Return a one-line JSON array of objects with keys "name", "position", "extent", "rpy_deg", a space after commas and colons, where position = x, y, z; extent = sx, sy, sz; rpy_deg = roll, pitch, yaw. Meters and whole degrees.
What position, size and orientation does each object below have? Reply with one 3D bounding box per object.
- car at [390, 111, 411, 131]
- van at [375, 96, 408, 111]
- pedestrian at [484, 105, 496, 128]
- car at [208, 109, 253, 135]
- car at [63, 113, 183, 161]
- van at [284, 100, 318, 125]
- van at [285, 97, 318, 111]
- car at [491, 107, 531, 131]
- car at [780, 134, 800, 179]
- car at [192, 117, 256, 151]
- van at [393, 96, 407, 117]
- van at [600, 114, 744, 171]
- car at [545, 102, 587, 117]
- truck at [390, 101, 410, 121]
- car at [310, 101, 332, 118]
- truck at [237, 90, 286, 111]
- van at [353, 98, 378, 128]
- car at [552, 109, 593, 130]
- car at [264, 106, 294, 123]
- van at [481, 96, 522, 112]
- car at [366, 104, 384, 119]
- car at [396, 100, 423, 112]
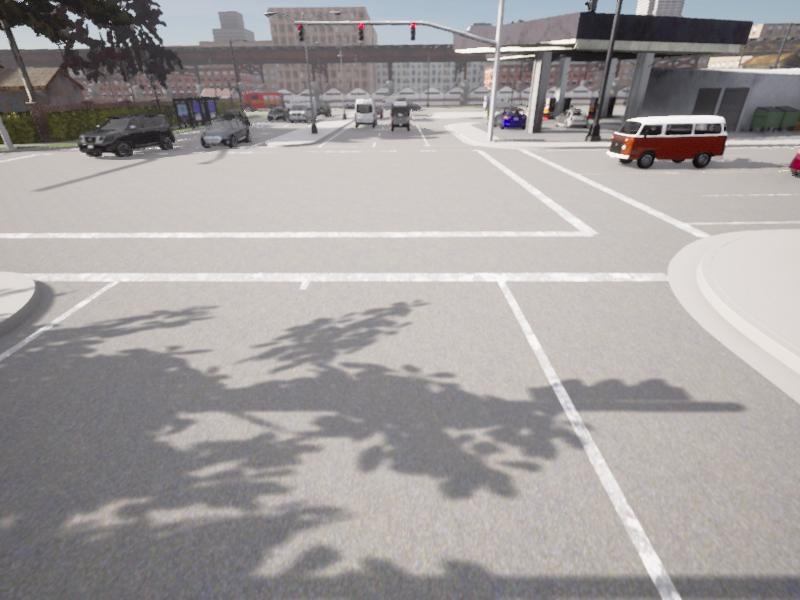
[{"name": "car", "position": [0.055, -16.595, 36.987], "extent": [1.845, 1.501, 3.633], "rpy_deg": [0, 27, 0]}, {"name": "van", "position": [-1.693, -38.994, 79.349], "extent": [6.366, 2.431, 2.351], "rpy_deg": [0, 27, 0]}, {"name": "pedestrian", "position": [7.955, -16.193, 35.304], "extent": [0.751, 1.860, 0.751], "rpy_deg": [-1, 27, -1]}, {"name": "car", "position": [-14.962, -15.937, 35.665], "extent": [1.932, 1.855, 4.605], "rpy_deg": [-1, 27, 0]}, {"name": "car", "position": [-15.582, -9.526, 23.101], "extent": [2.150, 2.045, 5.566], "rpy_deg": [5, 28, 10]}, {"name": "van", "position": [-11.455, -22.156, 47.011], "extent": [2.351, 2.431, 6.366], "rpy_deg": [-1, 27, 0]}, {"name": "van", "position": [-19.548, -38.936, 79.460], "extent": [5.915, 2.561, 1.988], "rpy_deg": [0, 27, 0]}, {"name": "car", "position": [9.762, -16.142, 35.500], "extent": [2.242, 1.667, 4.611], "rpy_deg": [0, 27, 1]}, {"name": "car", "position": [16.717, -5.165, 14.536], "extent": [3.633, 1.501, 1.845], "rpy_deg": [-1, 27, -1]}, {"name": "car", "position": [-11.447, -11.085, 26.476], "extent": [2.033, 1.649, 4.856], "rpy_deg": [-1, 28, 0]}, {"name": "van", "position": [0.060, -29.124, 60.118], "extent": [1.988, 2.561, 5.915], "rpy_deg": [0, 27, 0]}, {"name": "van", "position": [11.666, -6.938, 17.519], "extent": [4.480, 2.038, 2.069], "rpy_deg": [-1, 27, -1]}, {"name": "car", "position": [22.288, -25.511, 53.636], "extent": [5.238, 1.638, 1.930], "rpy_deg": [-13, 30, -23]}, {"name": "truck", "position": [0.047, -24.282, 51.237], "extent": [2.390, 2.098, 6.274], "rpy_deg": [0, 27, 0]}, {"name": "car", "position": [-11.446, -27.851, 58.441], "extent": [2.150, 2.045, 5.566], "rpy_deg": [0, 27, 0]}, {"name": "truck", "position": [-28.381, -41.039, 82.353], "extent": [8.468, 3.827, 2.891], "rpy_deg": [0, 27, 0]}, {"name": "van", "position": [-3.439, -19.367, 41.327], "extent": [1.988, 2.561, 5.915], "rpy_deg": [-1, 27, 0]}, {"name": "car", "position": [15.509, -16.399, 36.225], "extent": [1.970, 1.475, 3.806], "rpy_deg": [0, 27, 1]}, {"name": "car", "position": [-14.942, -23.146, 49.879], "extent": [2.152, 1.651, 5.027], "rpy_deg": [0, 27, 0]}, {"name": "van", "position": [17.692, -34.302, 69.865], "extent": [6.366, 2.431, 2.351], "rpy_deg": [0, 27, 0]}, {"name": "car", "position": [-3.449, -26.278, 55.688], "extent": [2.152, 1.651, 5.027], "rpy_deg": [0, 27, 0]}, {"name": "car", "position": [1.636, -35.410, 73.055], "extent": [4.553, 1.767, 2.097], "rpy_deg": [-6, 28, -9]}]
